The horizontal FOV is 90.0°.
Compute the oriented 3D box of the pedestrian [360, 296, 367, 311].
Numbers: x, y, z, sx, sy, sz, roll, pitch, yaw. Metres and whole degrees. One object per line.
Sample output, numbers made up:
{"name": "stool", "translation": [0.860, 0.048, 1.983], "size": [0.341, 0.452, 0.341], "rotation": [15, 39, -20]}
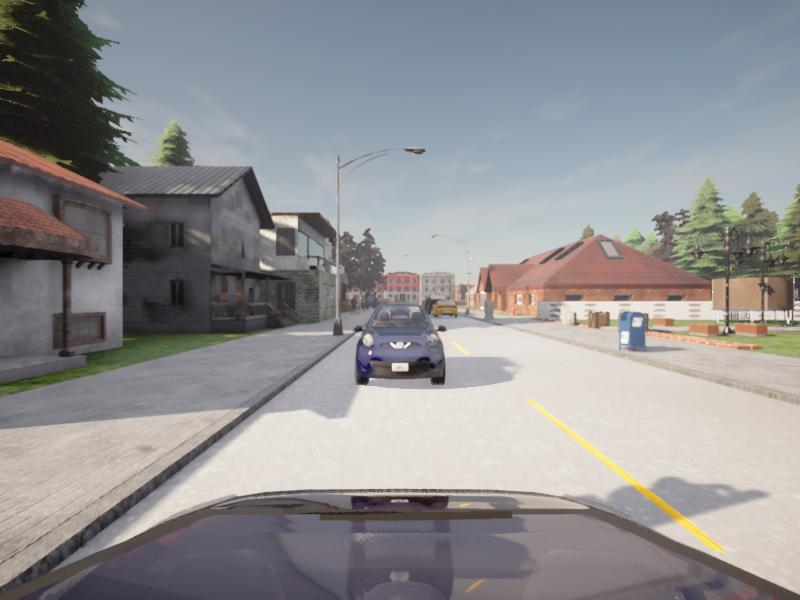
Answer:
{"name": "pedestrian", "translation": [-4.521, 0.464, 49.483], "size": [0.751, 1.860, 0.751], "rotation": [0, 0, 4]}

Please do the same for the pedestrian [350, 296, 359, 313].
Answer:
{"name": "pedestrian", "translation": [-5.123, 0.471, 45.161], "size": [0.751, 1.860, 0.751], "rotation": [0, 0, 9]}

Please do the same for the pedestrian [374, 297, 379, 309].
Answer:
{"name": "pedestrian", "translation": [-3.703, 0.437, 63.229], "size": [0.751, 1.860, 0.751], "rotation": [0, 0, 10]}

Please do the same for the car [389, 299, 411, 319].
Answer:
{"name": "car", "translation": [0.004, 0.740, 34.706], "size": [1.851, 1.617, 3.988], "rotation": [0, 0, 0]}

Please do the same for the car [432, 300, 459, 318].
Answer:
{"name": "car", "translation": [4.007, 0.773, 36.021], "size": [1.882, 1.535, 5.008], "rotation": [0, 0, 0]}

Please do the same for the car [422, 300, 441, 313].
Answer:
{"name": "car", "translation": [3.997, 0.765, 51.223], "size": [2.128, 1.511, 4.902], "rotation": [0, 0, 0]}

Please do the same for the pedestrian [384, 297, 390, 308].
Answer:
{"name": "pedestrian", "translation": [-2.245, 0.430, 68.682], "size": [0.751, 1.860, 0.751], "rotation": [0, 0, 18]}

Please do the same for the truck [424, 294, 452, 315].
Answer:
{"name": "truck", "translation": [4.004, 0.482, 43.487], "size": [2.390, 2.098, 6.274], "rotation": [0, 0, 0]}

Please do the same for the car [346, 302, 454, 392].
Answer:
{"name": "car", "translation": [0.002, 0.814, 8.608], "size": [1.845, 1.501, 3.633], "rotation": [0, 0, 0]}

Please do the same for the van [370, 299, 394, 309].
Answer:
{"name": "van", "translation": [-3.464, 0.711, 77.272], "size": [4.442, 1.987, 1.775], "rotation": [0, 0, -16]}
